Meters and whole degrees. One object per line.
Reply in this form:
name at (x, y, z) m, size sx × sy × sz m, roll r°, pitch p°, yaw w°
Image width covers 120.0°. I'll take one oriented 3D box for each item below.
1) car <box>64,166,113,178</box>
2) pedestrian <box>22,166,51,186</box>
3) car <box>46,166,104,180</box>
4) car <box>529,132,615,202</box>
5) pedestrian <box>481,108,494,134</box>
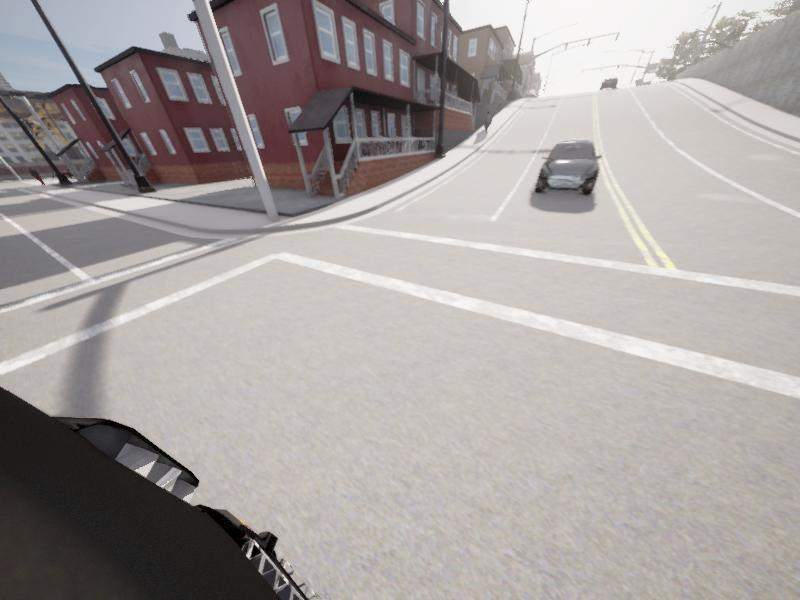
car at (-53.523, -22.165, 39.861) m, size 1.812 × 1.442 × 4.674 m, roll 16°, pitch 38°, yaw 26°
pedestrian at (-39.061, -13.316, 24.841) m, size 0.751 × 1.860 × 0.751 m, roll 15°, pitch 38°, yaw 25°
car at (-51.494, -20.257, 36.774) m, size 1.882 × 1.535 × 5.008 m, roll 15°, pitch 38°, yaw 25°
car at (7.034, -5.735, 9.679) m, size 2.033 × 1.649 × 4.856 m, roll 16°, pitch 43°, yaw 26°
pedestrian at (8.250, -16.748, 21.733) m, size 0.751 × 1.860 × 0.751 m, roll 15°, pitch 38°, yaw 25°
